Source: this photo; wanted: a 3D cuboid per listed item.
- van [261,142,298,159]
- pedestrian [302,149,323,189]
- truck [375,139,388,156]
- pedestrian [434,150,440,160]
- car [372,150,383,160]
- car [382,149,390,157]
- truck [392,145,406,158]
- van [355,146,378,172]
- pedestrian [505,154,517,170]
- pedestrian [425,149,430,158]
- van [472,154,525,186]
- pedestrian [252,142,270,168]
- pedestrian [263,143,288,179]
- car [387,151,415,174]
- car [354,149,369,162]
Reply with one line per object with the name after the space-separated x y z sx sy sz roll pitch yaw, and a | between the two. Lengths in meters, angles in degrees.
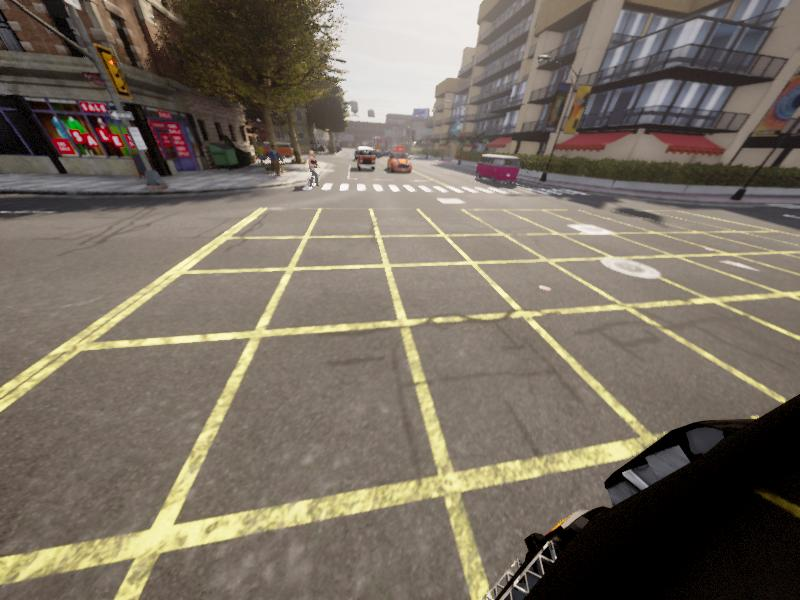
-18.628 -23.363 36.032 4.442 1.987 1.775 0 34 -5 | van
-4.807 -7.258 12.835 0.751 1.860 0.751 -4 34 -10 | pedestrian
-5.456 -44.770 67.701 2.891 3.827 8.468 -3 34 -9 | truck
7.873 -31.201 49.696 0.751 1.860 0.751 -20 40 -31 | pedestrian
-4.593 -29.384 46.650 1.837 1.490 4.892 -3 33 -9 | car
-3.636 -37.728 59.258 1.789 1.549 3.705 -3 34 -9 | car
-0.292 -38.708 60.173 2.627 2.467 5.204 -3 34 -9 | truck
-3.611 -15.020 24.532 2.069 2.038 4.480 -3 34 -10 | van
15.243 -18.993 31.822 0.751 1.860 0.751 -3 34 -9 | pedestrian
6.656 -35.570 56.202 0.751 1.860 0.751 -2 34 -8 | pedestrian
8.100 -11.147 19.629 1.775 1.987 4.442 -3 34 -9 | van
-11.951 -12.469 19.883 0.751 1.860 0.751 -5 34 -12 | pedestrian
-7.794 -8.688 14.490 0.751 1.860 0.751 -25 43 -36 | pedestrian
-0.034 -14.682 24.518 2.097 1.767 4.553 -3 34 -9 | car
-6.295 -23.571 37.620 2.152 1.651 5.027 -3 34 -9 | car
